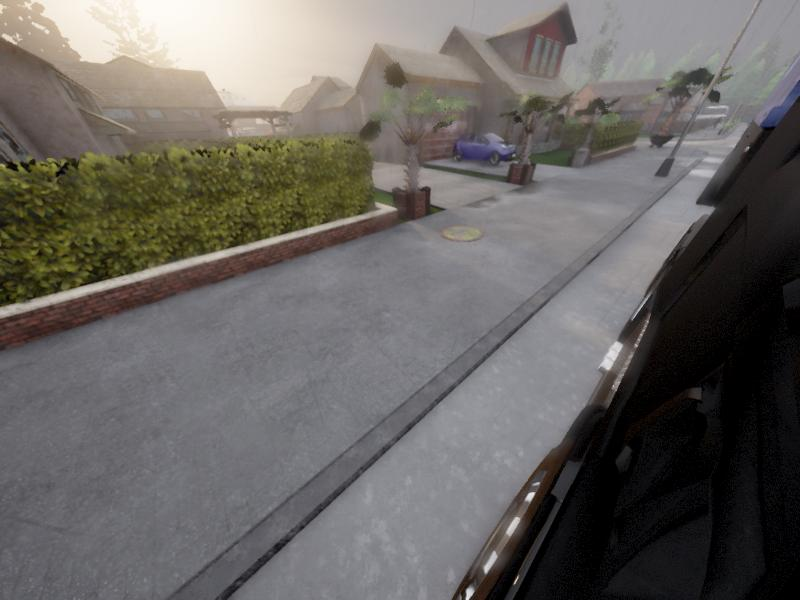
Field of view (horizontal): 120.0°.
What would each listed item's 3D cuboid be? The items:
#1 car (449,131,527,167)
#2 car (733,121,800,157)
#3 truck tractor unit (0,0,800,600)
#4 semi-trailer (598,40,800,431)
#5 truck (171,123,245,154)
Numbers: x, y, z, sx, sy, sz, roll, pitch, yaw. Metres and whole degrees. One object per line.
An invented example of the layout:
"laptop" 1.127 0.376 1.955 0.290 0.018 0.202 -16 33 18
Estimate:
"car" 4.979 -8.924 13.535 1.845 1.501 3.633 -30 45 -32
"car" 24.185 -10.643 15.177 5.238 1.638 1.930 -28 43 -30
"truck tractor unit" 2.645 -0.295 0.352 6.516 4.208 3.053 -28 44 -30
"semi-trailer" 8.697 -3.591 4.250 14.254 4.402 2.717 -28 44 -30
"truck" -31.558 -26.908 38.399 8.468 3.827 2.891 -28 44 -30
